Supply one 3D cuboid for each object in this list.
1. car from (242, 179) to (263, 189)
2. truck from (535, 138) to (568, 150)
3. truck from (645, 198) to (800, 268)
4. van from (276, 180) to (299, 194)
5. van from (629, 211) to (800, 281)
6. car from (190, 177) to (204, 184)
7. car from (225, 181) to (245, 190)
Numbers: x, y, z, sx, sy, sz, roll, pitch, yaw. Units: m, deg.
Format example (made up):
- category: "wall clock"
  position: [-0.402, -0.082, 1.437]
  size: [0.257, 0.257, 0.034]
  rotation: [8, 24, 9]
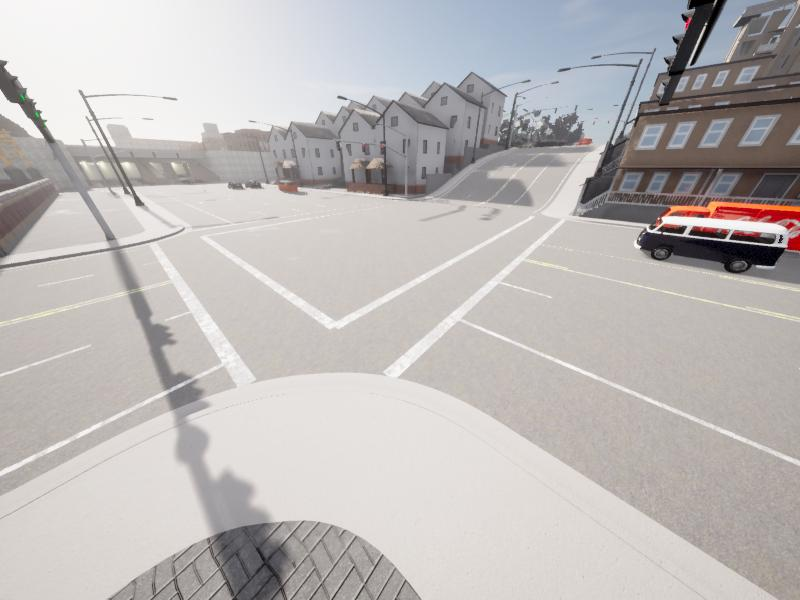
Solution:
- category: "car"
  position: [-32.884, -25.887, 51.600]
  size: [4.611, 1.667, 2.242]
  rotation: [24, 38, 35]
- category: "truck"
  position: [37.603, -38.886, 57.557]
  size: [6.274, 2.098, 2.390]
  rotation: [24, 38, 35]
- category: "truck"
  position: [17.589, -3.927, 12.639]
  size: [5.204, 2.467, 2.627]
  rotation: [25, 38, 36]
- category: "van"
  position: [-20.502, -20.614, 42.024]
  size: [4.442, 1.987, 1.775]
  rotation: [24, 38, 35]
- category: "van"
  position: [14.563, -2.824, 11.159]
  size: [4.480, 2.038, 2.069]
  rotation: [24, 38, 35]
- category: "car"
  position: [-58.710, -34.552, 66.706]
  size: [4.674, 1.442, 1.812]
  rotation: [23, 37, 34]
- category: "car"
  position: [-35.336, -24.596, 49.454]
  size: [4.514, 1.525, 2.007]
  rotation: [24, 38, 35]
